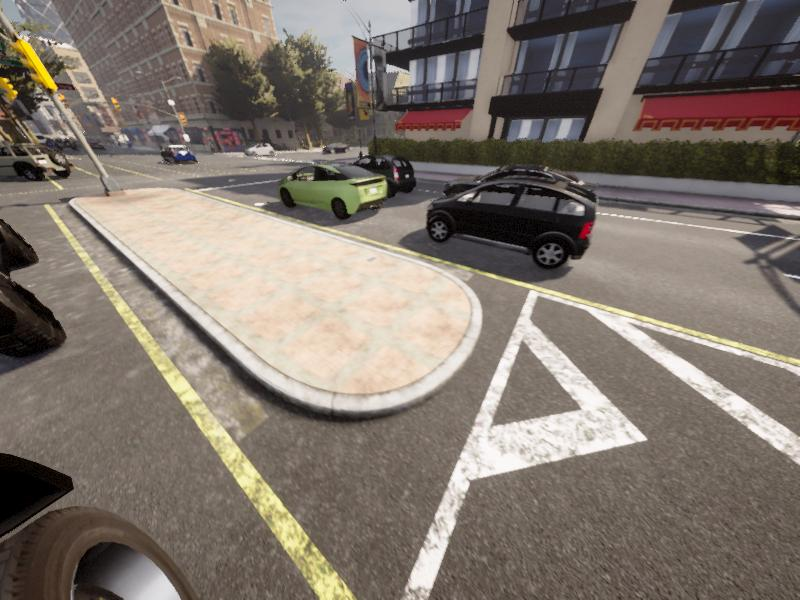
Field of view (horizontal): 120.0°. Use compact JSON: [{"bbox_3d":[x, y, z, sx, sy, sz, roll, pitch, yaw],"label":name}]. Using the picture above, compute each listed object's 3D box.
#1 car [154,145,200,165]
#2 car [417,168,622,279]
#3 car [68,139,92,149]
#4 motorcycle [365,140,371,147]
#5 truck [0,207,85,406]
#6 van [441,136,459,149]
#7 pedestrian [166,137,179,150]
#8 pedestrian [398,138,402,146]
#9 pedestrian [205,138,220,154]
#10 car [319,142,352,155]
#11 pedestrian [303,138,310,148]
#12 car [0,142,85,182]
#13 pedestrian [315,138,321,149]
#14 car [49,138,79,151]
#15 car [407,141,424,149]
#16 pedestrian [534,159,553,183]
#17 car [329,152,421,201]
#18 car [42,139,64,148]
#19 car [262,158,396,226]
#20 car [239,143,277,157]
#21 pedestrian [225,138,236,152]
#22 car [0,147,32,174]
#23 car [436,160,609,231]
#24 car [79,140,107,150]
[{"bbox_3d":[-22.414,-14.663,23.227,3.806,1.475,1.970,22,41,28],"label":"car"},{"bbox_3d":[2.482,-2.088,5.545,3.705,1.549,1.789,22,41,28],"label":"car"},{"bbox_3d":[-68.997,-33.633,49.752,4.902,1.511,2.128,22,41,28],"label":"car"},{"bbox_3d":[-8.756,-42.807,63.198,0.764,1.277,2.356,-5,34,9],"label":"motorcycle"},{"bbox_3d":[-6.967,-0.521,2.796,6.274,2.098,2.390,22,41,28],"label":"truck"},{"bbox_3d":[12.553,-39.683,58.052,1.988,2.561,5.915,22,41,28],"label":"van"},{"bbox_3d":[-40.384,-27.763,41.008,0.751,1.860,0.751,23,41,28],"label":"pedestrian"},{"bbox_3d":[0.028,-45.172,66.047,0.751,1.860,0.751,-21,41,-28],"label":"pedestrian"},{"bbox_3d":[-26.741,-21.957,32.894,0.751,1.860,0.751,8,36,11],"label":"pedestrian"},{"bbox_3d":[-10.104,-24.001,36.572,2.163,1.488,4.792,22,41,28],"label":"car"},{"bbox_3d":[-21.106,-35.387,51.987,0.751,1.860,0.751,23,41,28],"label":"pedestrian"},{"bbox_3d":[-22.973,-8.185,13.678,4.605,1.855,1.932,-6,36,-7],"label":"car"},{"bbox_3d":[-17.238,-32.907,48.504,0.751,1.860,0.751,-4,35,-7],"label":"pedestrian"},{"bbox_3d":[-57.976,-26.858,39.864,4.605,1.855,1.932,22,41,28],"label":"car"},{"bbox_3d":[3.954,-39.186,58.261,2.128,1.511,4.902,22,41,28],"label":"car"},{"bbox_3d":[8.111,-7.304,13.076,0.500,1.100,0.500,22,41,28],"label":"pedestrian"},{"bbox_3d":[-1.212,-6.080,11.126,3.988,1.617,1.851,22,41,28],"label":"car"},{"bbox_3d":[-72.514,-32.620,48.249,4.193,1.474,1.816,22,41,28],"label":"car"},{"bbox_3d":[-2.584,-4.141,8.435,4.514,1.525,2.007,22,41,28],"label":"car"},{"bbox_3d":[-19.021,-20.175,31.026,1.845,1.501,3.633,22,41,28],"label":"car"},{"bbox_3d":[-26.715,-24.457,36.439,0.751,1.860,0.751,-9,36,-13],"label":"pedestrian"},{"bbox_3d":[-29.222,-9.019,15.115,2.038,1.542,4.974,6,35,9],"label":"car"},{"bbox_3d":[3.972,-3.919,8.205,4.892,1.490,1.837,22,41,28],"label":"car"},{"bbox_3d":[-56.895,-28.759,42.825,4.974,1.542,2.038,22,41,28],"label":"car"}]
